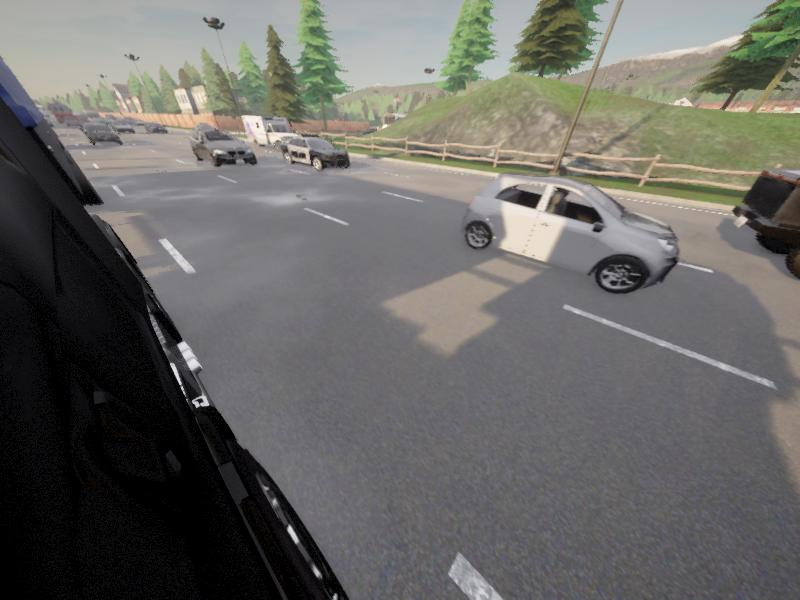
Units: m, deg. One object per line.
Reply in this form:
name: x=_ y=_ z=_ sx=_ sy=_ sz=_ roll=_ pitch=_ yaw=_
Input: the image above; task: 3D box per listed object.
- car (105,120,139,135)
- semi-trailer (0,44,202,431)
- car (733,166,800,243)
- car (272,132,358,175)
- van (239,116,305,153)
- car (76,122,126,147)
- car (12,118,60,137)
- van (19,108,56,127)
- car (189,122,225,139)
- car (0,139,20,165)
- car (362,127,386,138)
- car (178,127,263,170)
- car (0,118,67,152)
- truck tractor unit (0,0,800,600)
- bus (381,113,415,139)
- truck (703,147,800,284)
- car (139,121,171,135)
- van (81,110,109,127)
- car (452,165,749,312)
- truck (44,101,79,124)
car: x=-38.095 y=-23.584 z=31.603 sx=5.357 sy=1.411 sz=2.033 roll=28 pitch=44 yaw=30
semi-trailer: x=-8.708 y=-3.593 z=4.227 sx=14.254 sy=4.402 sz=2.717 roll=28 pitch=44 yaw=30
car: x=12.427 y=-2.183 z=5.887 sx=3.988 sy=1.617 sz=1.851 roll=28 pitch=44 yaw=30
car: x=-5.048 y=-8.781 z=13.625 sx=5.238 sy=1.638 sz=1.930 roll=28 pitch=44 yaw=30
van: x=-11.929 y=-15.532 z=21.539 sx=6.366 sy=2.431 sz=2.351 roll=28 pitch=44 yaw=30
car: x=-25.911 y=-14.361 z=19.974 sx=4.892 sy=1.490 sz=1.837 roll=28 pitch=44 yaw=30
car: x=-38.358 y=-18.252 z=24.441 sx=4.792 sy=1.488 sz=2.163 roll=28 pitch=44 yaw=30
van: x=-61.230 y=-30.859 z=39.088 sx=6.366 sy=2.431 sz=2.351 roll=28 pitch=44 yaw=30
car: x=-25.700 y=-22.571 z=30.753 sx=5.238 sy=1.638 sz=1.930 roll=28 pitch=44 yaw=30
car: x=-21.625 y=-7.359 z=11.028 sx=4.181 sy=1.385 sz=1.994 roll=12 pitch=38 yaw=12
car: x=-5.261 y=-34.221 z=47.236 sx=4.553 sy=1.767 sz=2.097 roll=-29 pitch=47 yaw=-35
car: x=-10.498 y=-8.954 z=13.519 sx=4.611 sy=1.667 sz=2.242 roll=28 pitch=44 yaw=30
car: x=-25.957 y=-11.686 z=16.312 sx=5.027 sy=1.651 sz=2.152 roll=28 pitch=44 yaw=30
truck tractor unit: x=-2.645 y=-0.295 z=0.352 sx=6.516 sy=4.208 sz=3.053 roll=28 pitch=44 yaw=30
bus: x=-0.315 y=-39.806 z=52.886 sx=3.944 sy=4.253 sz=10.273 roll=16 pitch=39 yaw=17
truck: x=10.188 y=-0.827 z=3.553 sx=6.274 sy=2.098 sz=2.390 roll=28 pitch=44 yaw=30
car: x=-35.861 y=-25.144 z=33.799 sx=5.357 sy=1.411 sz=2.033 roll=28 pitch=44 yaw=30
van: x=-61.319 y=-36.461 z=46.421 sx=5.915 sy=2.561 sz=1.988 roll=28 pitch=44 yaw=30
car: x=3.223 y=-1.561 z=4.608 sx=3.633 sy=1.501 sz=1.845 roll=28 pitch=44 yaw=30
truck: x=-77.777 y=-43.026 z=53.126 sx=8.468 sy=3.827 sz=2.891 roll=28 pitch=44 yaw=30
